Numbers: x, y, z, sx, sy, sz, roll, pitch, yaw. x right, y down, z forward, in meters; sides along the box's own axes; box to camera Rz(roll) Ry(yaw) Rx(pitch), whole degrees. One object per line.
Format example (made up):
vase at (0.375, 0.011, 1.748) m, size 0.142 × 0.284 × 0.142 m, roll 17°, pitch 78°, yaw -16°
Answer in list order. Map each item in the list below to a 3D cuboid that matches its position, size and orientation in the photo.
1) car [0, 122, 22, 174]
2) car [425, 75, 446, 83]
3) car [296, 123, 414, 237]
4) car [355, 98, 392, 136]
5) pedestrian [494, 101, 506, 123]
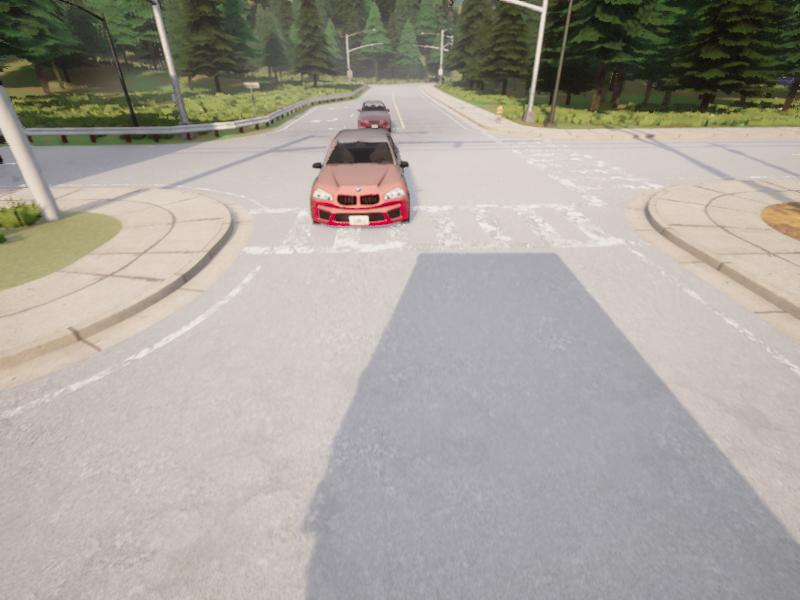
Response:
car at (-16.420, -5.009, 13.319) m, size 5.238 × 1.638 × 1.930 m, roll -1°, pitch 30°, yaw -1°
car at (7.816, -48.461, 87.793) m, size 4.674 × 1.442 × 1.812 m, roll -22°, pitch 36°, yaw -32°
car at (-0.934, -3.226, 9.979) m, size 2.242 × 1.667 × 4.611 m, roll -1°, pitch 30°, yaw -2°
car at (-1.445, -10.149, 22.071) m, size 1.816 × 1.474 × 4.193 m, roll -2°, pitch 30°, yaw -3°
pedestrian at (5.894, -11.097, 23.623) m, size 0.500 × 1.100 × 0.500 m, roll -2°, pitch 30°, yaw -2°
